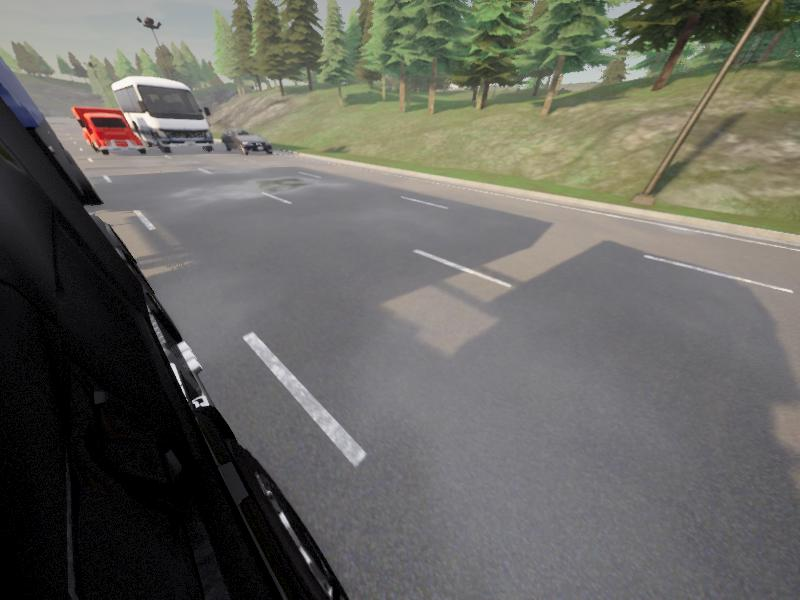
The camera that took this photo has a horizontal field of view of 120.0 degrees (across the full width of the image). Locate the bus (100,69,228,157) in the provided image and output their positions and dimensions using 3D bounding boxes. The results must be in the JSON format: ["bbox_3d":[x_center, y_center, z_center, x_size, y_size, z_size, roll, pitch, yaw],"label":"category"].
[{"bbox_3d":[-18.599,-14.420,18.211,10.273,4.253,3.944,28,44,30],"label":"bus"}]

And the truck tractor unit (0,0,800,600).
[{"bbox_3d":[-2.645,-0.295,0.351,6.516,4.208,3.053,28,44,30],"label":"truck tractor unit"}]

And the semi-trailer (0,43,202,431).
[{"bbox_3d":[-8.708,-3.594,4.225,14.254,4.402,2.717,28,44,30],"label":"semi-trailer"}]

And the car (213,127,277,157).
[{"bbox_3d":[-12.399,-12.679,18.450,5.027,1.651,2.152,28,44,30],"label":"car"}]

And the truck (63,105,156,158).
[{"bbox_3d":[-19.473,-11.314,15.504,5.204,2.467,2.627,28,44,30],"label":"truck"}]
